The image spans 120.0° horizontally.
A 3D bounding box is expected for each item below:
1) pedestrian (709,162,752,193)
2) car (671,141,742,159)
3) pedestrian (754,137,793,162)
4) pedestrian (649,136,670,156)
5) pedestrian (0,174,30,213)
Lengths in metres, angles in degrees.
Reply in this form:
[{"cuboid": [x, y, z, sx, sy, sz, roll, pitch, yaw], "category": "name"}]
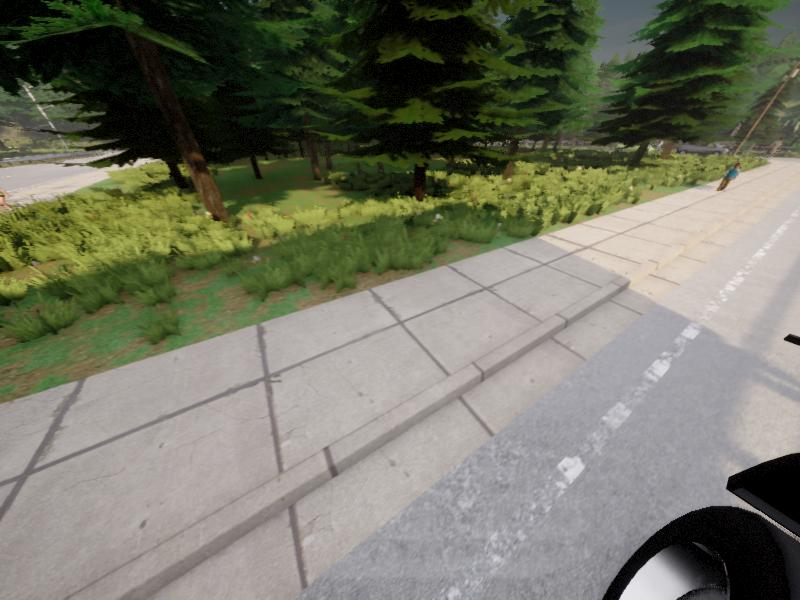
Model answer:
[{"cuboid": [14.180, -5.272, 9.941, 0.500, 1.100, 0.500, -15, 38, -19], "category": "pedestrian"}, {"cuboid": [35.715, -17.692, 27.140, 2.007, 1.525, 4.514, -16, 38, -21], "category": "car"}, {"cuboid": [33.395, -13.500, 20.701, 0.751, 1.860, 0.751, 10, 37, 14], "category": "pedestrian"}, {"cuboid": [30.624, -18.170, 27.253, 0.751, 1.860, 0.751, -20, 40, -26], "category": "pedestrian"}, {"cuboid": [-13.292, -3.534, 7.631, 0.500, 1.100, 0.500, -17, 39, -22], "category": "pedestrian"}]
